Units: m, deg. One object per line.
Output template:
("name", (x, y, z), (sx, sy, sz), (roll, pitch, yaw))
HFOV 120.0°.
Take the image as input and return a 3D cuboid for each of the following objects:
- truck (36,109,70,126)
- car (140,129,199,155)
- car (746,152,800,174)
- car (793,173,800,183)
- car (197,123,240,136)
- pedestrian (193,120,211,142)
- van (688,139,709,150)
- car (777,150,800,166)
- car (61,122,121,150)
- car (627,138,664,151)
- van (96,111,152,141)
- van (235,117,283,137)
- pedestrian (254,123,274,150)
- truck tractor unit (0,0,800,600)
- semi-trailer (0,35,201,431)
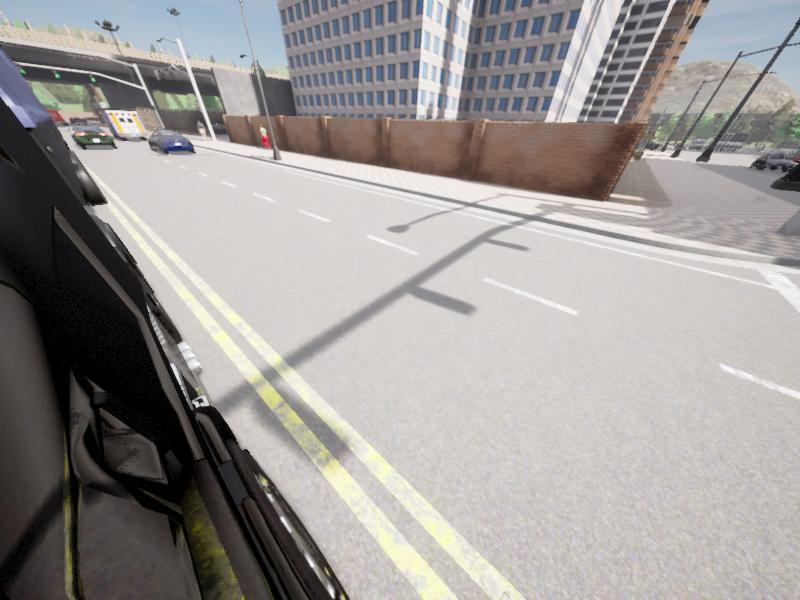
("truck", (-67.623, -35.519, 45.046), (5.204, 2.467, 2.627), (27, 43, 29))
("car", (-17.632, -12.128, 17.668), (4.181, 1.385, 1.994), (27, 43, 29))
("car", (36.497, -13.428, 22.535), (1.816, 1.474, 4.193), (28, 44, 30))
("car", (29.283, -8.440, 15.326), (1.851, 1.617, 3.988), (28, 43, 30))
("car", (-28.853, -27.159, 36.899), (1.837, 1.490, 4.892), (28, 44, 30))
("pedestrian", (-21.056, -18.028, 24.606), (0.751, 1.860, 0.751), (-19, 42, -26))
("van", (84.589, -44.192, 65.604), (1.988, 2.561, 5.915), (28, 43, 30))
("car", (53.869, -19.002, 30.977), (2.007, 1.525, 4.514), (28, 43, 30))
("car", (-24.809, -13.183, 18.512), (4.974, 1.542, 2.038), (27, 43, 29))
("car", (56.865, -36.185, 53.702), (5.566, 2.045, 2.150), (27, 43, 29))
("van", (-30.045, -18.950, 25.118), (6.366, 2.431, 2.351), (27, 43, 29))
("van", (-22.977, -28.390, 38.022), (1.988, 2.561, 5.915), (27, 43, 29))
("pedestrian", (-11.689, -14.067, 19.907), (0.751, 1.860, 0.751), (27, 43, 29))
("truck tractor unit", (-2.645, -0.295, 0.351), (6.516, 4.208, 3.053), (28, 44, 30))
("semi-trailer", (-8.659, -3.622, 4.278), (14.254, 4.402, 2.717), (29, 44, 30))
